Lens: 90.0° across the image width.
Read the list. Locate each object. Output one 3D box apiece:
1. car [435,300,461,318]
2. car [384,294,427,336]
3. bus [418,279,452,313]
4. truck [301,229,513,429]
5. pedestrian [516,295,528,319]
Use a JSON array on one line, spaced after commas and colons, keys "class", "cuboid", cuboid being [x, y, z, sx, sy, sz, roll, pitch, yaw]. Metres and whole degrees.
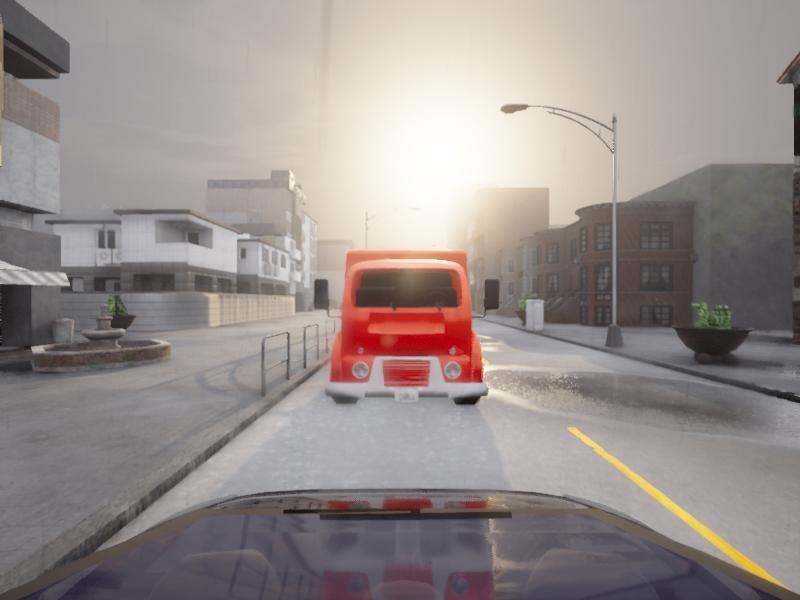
[{"class": "car", "cuboid": [4.538, 0.800, 38.748, 1.930, 1.638, 5.238, 0, 0, 1]}, {"class": "car", "cuboid": [0.279, 0.660, 19.795, 1.905, 1.878, 3.866, 0, 0, 1]}, {"class": "bus", "cuboid": [4.645, -0.493, 55.411, 3.944, 4.253, 10.273, 0, 0, 1]}, {"class": "truck", "cuboid": [0.114, 0.364, 7.557, 2.627, 2.467, 5.204, 0, 0, 1]}, {"class": "pedestrian", "cuboid": [9.609, 0.557, 31.515, 0.751, 1.860, 0.751, 0, 0, 6]}]
